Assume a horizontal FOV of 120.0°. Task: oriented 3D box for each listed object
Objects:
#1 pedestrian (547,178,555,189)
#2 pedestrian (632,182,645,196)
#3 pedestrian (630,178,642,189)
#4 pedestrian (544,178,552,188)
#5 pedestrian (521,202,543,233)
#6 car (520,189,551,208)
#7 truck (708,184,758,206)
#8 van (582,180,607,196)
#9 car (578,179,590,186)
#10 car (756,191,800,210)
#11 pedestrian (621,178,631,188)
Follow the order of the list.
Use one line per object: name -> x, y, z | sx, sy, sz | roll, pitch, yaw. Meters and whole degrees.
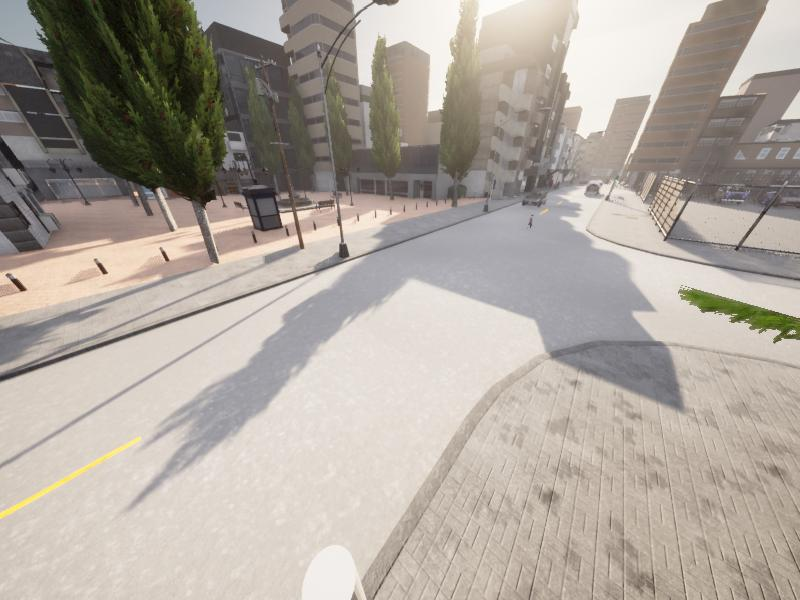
pedestrian -> 30.430, -23.415, 46.407 | 0.751, 1.860, 0.751 | 23, 37, 34
pedestrian -> 36.230, -16.888, 35.141 | 0.751, 1.860, 0.751 | 25, 39, 37
pedestrian -> 46.725, -23.023, 45.748 | 0.751, 1.860, 0.751 | -3, 30, -6
pedestrian -> 31.118, -24.697, 48.665 | 0.751, 1.860, 0.751 | 24, 38, 36
pedestrian -> 9.149, -5.746, 16.049 | 0.751, 1.860, 0.751 | 22, 36, 33
car -> 16.042, -12.014, 27.288 | 2.007, 1.525, 4.514 | 23, 37, 34
truck -> 40.630, -13.001, 28.353 | 2.069, 2.038, 4.478 | 23, 37, 34
van -> 31.926, -18.456, 37.931 | 2.069, 2.038, 4.480 | 25, 38, 36
car -> 49.013, -31.361, 61.455 | 1.895, 1.301, 4.718 | 23, 37, 34
car -> 43.557, -11.395, 26.194 | 2.033, 1.415, 5.357 | 23, 37, 34
pedestrian -> 47.245, -24.536, 48.369 | 0.751, 1.860, 0.751 | 12, 32, 20
